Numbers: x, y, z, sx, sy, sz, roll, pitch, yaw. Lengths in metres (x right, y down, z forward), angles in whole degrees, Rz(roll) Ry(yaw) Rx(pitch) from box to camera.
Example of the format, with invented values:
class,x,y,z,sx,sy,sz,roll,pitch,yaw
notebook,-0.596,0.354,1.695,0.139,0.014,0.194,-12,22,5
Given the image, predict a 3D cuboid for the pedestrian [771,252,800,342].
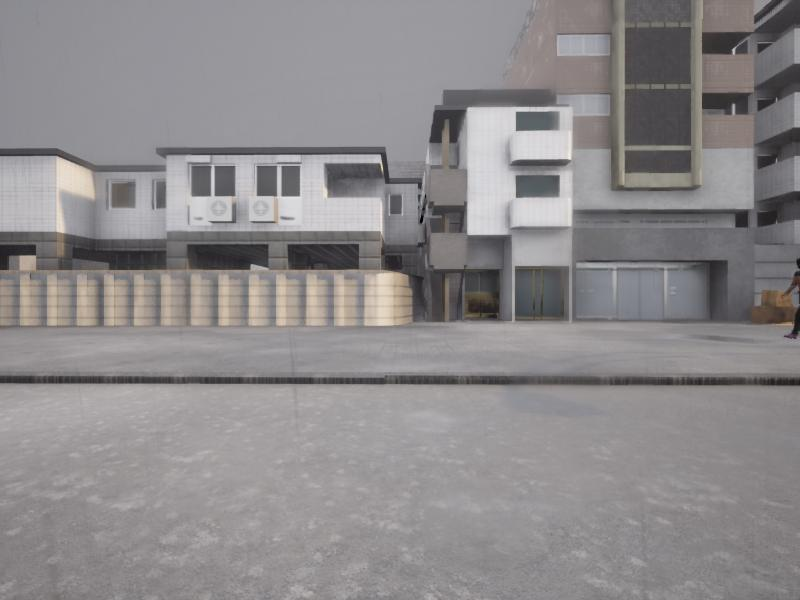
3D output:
class,x,y,z,sx,sy,sz,roll,pitch,yaw
pedestrian,8.690,-0.067,8.599,0.751,1.860,0.751,0,0,5
